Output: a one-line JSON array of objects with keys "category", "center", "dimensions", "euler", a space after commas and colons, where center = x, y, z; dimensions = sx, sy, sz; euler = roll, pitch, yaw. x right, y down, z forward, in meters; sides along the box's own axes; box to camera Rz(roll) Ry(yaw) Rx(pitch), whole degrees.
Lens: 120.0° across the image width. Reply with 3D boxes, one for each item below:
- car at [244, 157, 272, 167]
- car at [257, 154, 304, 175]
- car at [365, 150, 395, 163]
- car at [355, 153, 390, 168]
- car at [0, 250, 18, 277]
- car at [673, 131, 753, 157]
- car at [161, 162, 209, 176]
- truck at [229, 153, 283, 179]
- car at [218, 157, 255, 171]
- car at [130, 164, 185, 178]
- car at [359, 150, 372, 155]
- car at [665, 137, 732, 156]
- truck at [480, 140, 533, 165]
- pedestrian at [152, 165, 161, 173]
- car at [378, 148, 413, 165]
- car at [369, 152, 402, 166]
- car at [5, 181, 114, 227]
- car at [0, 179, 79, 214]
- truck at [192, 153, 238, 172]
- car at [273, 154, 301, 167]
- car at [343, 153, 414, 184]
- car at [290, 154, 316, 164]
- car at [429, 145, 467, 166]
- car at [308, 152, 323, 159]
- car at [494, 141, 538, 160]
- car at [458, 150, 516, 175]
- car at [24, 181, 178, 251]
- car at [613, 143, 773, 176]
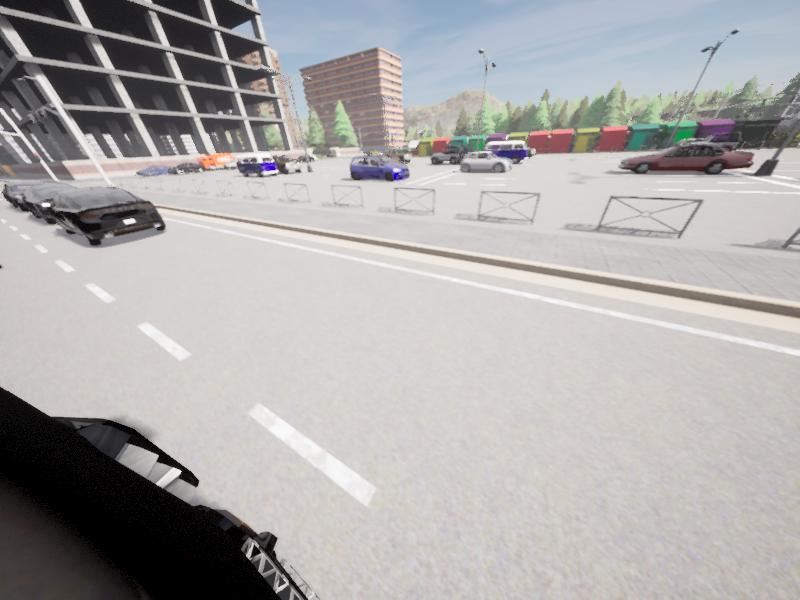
[{"category": "car", "center": [-28.763, -27.951, 46.865], "dimensions": [1.816, 1.474, 4.193], "euler": [16, 38, 26]}, {"category": "car", "center": [-13.224, -15.015, 25.629], "dimensions": [4.605, 1.855, 1.932], "euler": [16, 38, 26]}, {"category": "car", "center": [-3.380, -24.602, 39.637], "dimensions": [4.611, 1.667, 2.242], "euler": [16, 38, 26]}, {"category": "car", "center": [-3.387, -17.463, 29.006], "dimensions": [3.806, 1.475, 1.970], "euler": [16, 38, 26]}, {"category": "car", "center": [-12.057, -1.328, 5.545], "dimensions": [4.792, 1.488, 2.163], "euler": [16, 38, 26]}, {"category": "car", "center": [30.333, -15.230, 22.628], "dimensions": [3.866, 1.878, 1.905], "euler": [16, 38, 26]}, {"category": "car", "center": [-32.648, -20.096, 35.302], "dimensions": [1.837, 1.490, 4.892], "euler": [16, 38, 26]}, {"category": "truck", "center": [-14.609, -13.639, 23.488], "dimensions": [4.478, 2.038, 2.069], "euler": [16, 38, 26]}, {"category": "car", "center": [-28.797, -24.075, 40.846], "dimensions": [2.242, 1.667, 4.611], "euler": [16, 38, 26]}, {"category": "car", "center": [-36.797, -19.780, 35.234], "dimensions": [2.033, 1.411, 5.357], "euler": [16, 38, 26]}, {"category": "car", "center": [-13.929, -59.562, 93.520], "dimensions": [4.902, 1.511, 2.128], "euler": [16, 38, 26]}, {"category": "car", "center": [31.795, -16.466, 24.813], "dimensions": [3.806, 1.475, 1.970], "euler": [16, 38, 26]}, {"category": "truck", "center": [11.101, -15.498, 24.326], "dimensions": [4.478, 2.038, 2.069], "euler": [16, 38, 26]}, {"category": "pedestrian", "center": [-41.014, -22.079, 38.975], "dimensions": [0.500, 1.100, 0.500], "euler": [16, 38, 26]}, {"category": "car", "center": [-0.662, -20.448, 32.859], "dimensions": [4.605, 1.855, 1.932], "euler": [16, 38, 26]}, {"category": "car", "center": [-1.946, -18.928, 31.046], "dimensions": [3.905, 1.438, 1.784], "euler": [16, 38, 26]}, {"category": "car", "center": [-16.109, -4.673, 10.932], "dimensions": [4.674, 1.442, 1.812], "euler": [16, 38, 26]}, {"category": "car", "center": [-22.408, -6.422, 14.095], "dimensions": [5.357, 1.411, 2.033], "euler": [16, 38, 26]}, {"category": "truck", "center": [-32.663, -24.437, 40.964], "dimensions": [2.627, 2.467, 5.204], "euler": [16, 38, 26]}, {"category": "car", "center": [-20.156, -25.066, 41.481], "dimensions": [1.905, 1.878, 3.866], "euler": [16, 38, 26]}, {"category": "car", "center": [-1.559, -9.740, 17.092], "dimensions": [4.611, 1.667, 2.242], "euler": [16, 38, 26]}, {"category": "car", "center": [-21.484, -31.426, 51.491], "dimensions": [1.882, 1.535, 5.008], "euler": [16, 38, 26]}, {"category": "car", "center": [5.575, -16.976, 27.153], "dimensions": [3.866, 1.878, 1.905], "euler": [16, 38, 26]}, {"category": "car", "center": [-27.227, -46.700, 74.708], "dimensions": [1.851, 1.617, 3.988], "euler": [16, 38, 26]}, {"category": "car", "center": [15.148, -19.515, 30.244], "dimensions": [4.605, 1.855, 1.932], "euler": [16, 38, 26]}, {"category": "car", "center": [6.821, -10.898, 18.327], "dimensions": [3.806, 1.475, 1.970], "euler": [16, 38, 26]}, {"category": "car", "center": [-10.487, -3.139, 8.104], "dimensions": [5.008, 1.535, 1.882], "euler": [16, 38, 26]}, {"category": "car", "center": [16.376, -8.207, 13.528], "dimensions": [5.357, 1.415, 2.033], "euler": [16, 38, 26]}]
